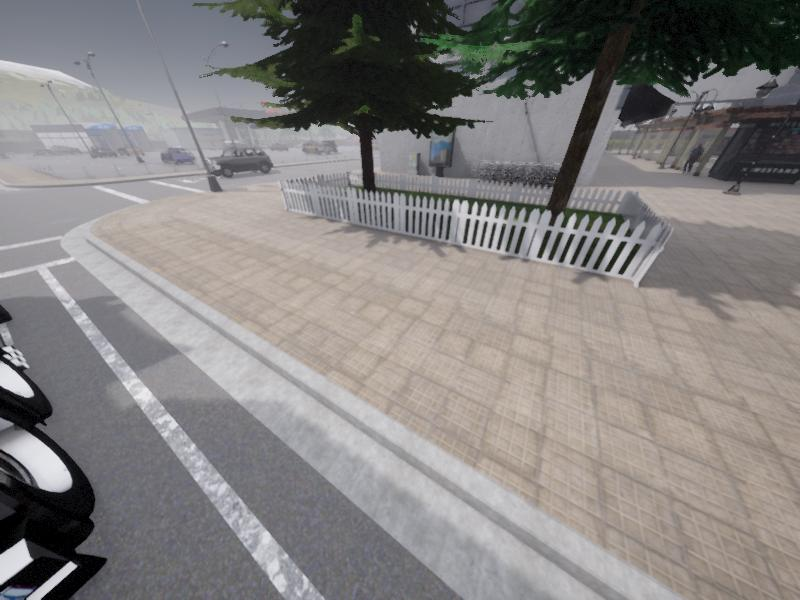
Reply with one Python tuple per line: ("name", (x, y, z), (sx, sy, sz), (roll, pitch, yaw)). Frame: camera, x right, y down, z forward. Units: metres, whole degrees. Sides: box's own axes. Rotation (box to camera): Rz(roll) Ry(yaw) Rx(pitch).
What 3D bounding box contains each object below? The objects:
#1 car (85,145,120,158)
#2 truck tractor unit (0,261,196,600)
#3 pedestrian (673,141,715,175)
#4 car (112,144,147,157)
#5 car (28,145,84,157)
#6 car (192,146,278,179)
("car", (-45.634, -22.847, 35.452), (4.514, 1.523, 2.007), (19, 39, 26))
("truck tractor unit", (-5.113, -0.296, 0.796), (6.516, 4.208, 3.053), (18, 39, 25))
("pedestrian", (19.458, -9.426, 15.317), (0.751, 1.860, 0.751), (-12, 37, -16))
("car", (-44.020, -24.398, 37.650), (5.027, 1.636, 2.152), (19, 39, 26))
("car", (-60.908, -26.580, 41.057), (1.930, 1.638, 5.238), (20, 40, 26))
("car", (-12.169, -10.519, 17.481), (1.932, 1.855, 4.605), (19, 39, 26))
